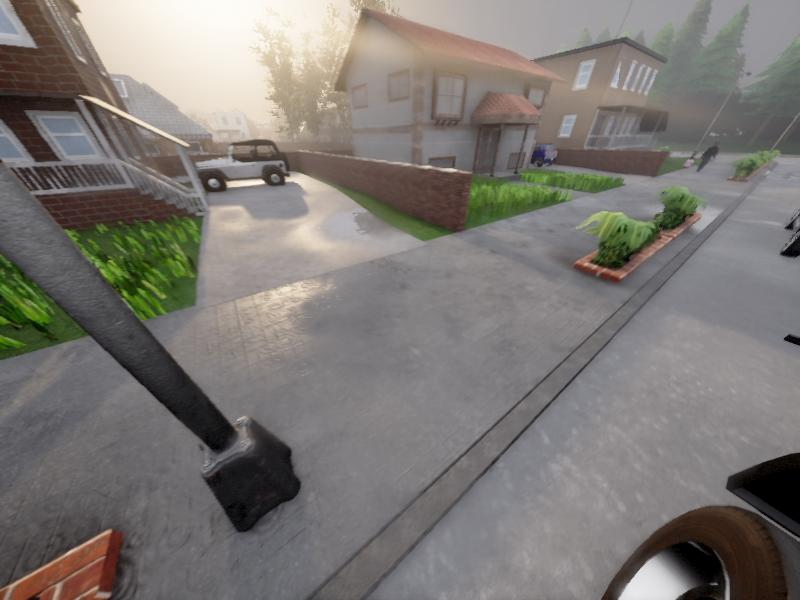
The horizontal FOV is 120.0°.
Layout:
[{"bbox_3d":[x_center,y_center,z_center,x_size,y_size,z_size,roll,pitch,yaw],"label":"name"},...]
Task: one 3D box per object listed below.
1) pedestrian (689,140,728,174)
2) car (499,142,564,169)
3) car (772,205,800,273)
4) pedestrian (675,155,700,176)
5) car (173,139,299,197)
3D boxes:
[{"bbox_3d":[20.435,-9.496,15.346,0.751,1.860,0.751,29,45,35],"label":"pedestrian"},{"bbox_3d":[9.842,-11.118,17.642,1.845,1.501,3.633,-22,41,-28],"label":"car"},{"bbox_3d":[10.438,-1.777,4.909,5.238,1.638,1.930,-22,41,-28],"label":"car"},{"bbox_3d":[18.445,-8.649,14.822,0.500,1.100,0.500,-21,40,-27],"label":"pedestrian"},{"bbox_3d":[-6.977,-5.981,10.234,3.866,1.878,1.905,-22,41,-28],"label":"car"}]
